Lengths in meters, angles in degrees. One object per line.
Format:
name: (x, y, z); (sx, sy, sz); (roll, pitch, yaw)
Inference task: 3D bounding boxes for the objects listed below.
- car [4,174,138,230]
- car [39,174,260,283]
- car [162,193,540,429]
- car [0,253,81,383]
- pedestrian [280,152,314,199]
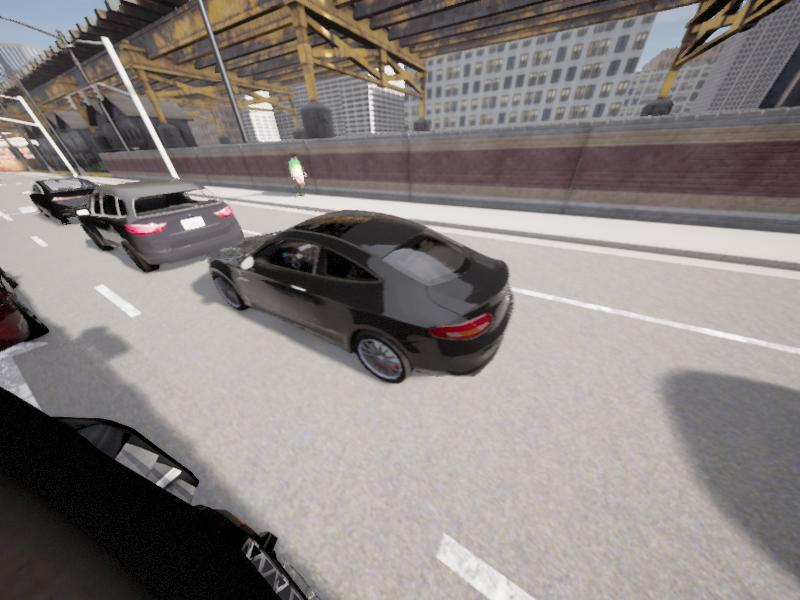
car: (-14.018, -4.352, 9.865); (4.902, 1.511, 2.128); (16, 38, 25)
car: (-6.388, -2.183, 6.010); (4.611, 1.667, 2.242); (16, 38, 25)
car: (-0.895, -0.477, 3.327); (4.674, 1.442, 1.812); (16, 38, 26)
car: (-6.993, -0.033, 3.005); (4.792, 1.488, 2.163); (16, 38, 26)
pedestrian: (-4.860, -5.903, 10.987); (0.751, 1.860, 0.751); (16, 38, 25)
